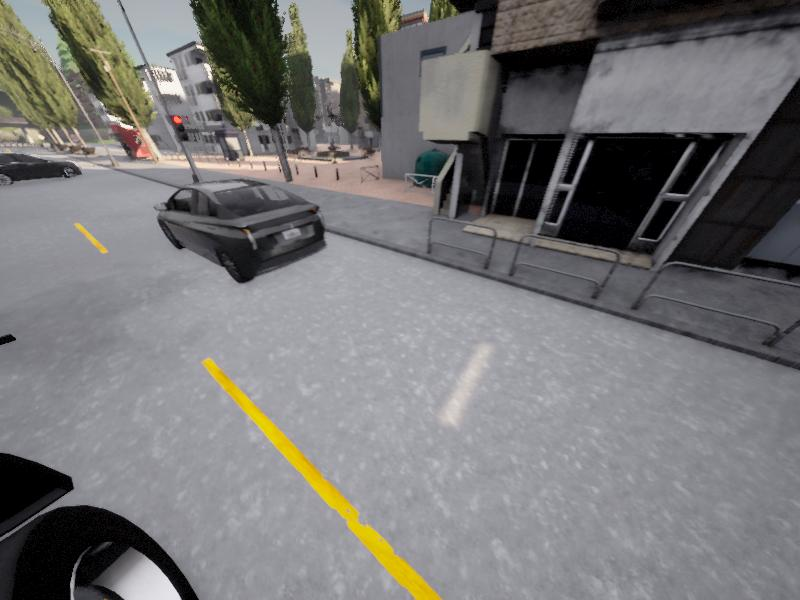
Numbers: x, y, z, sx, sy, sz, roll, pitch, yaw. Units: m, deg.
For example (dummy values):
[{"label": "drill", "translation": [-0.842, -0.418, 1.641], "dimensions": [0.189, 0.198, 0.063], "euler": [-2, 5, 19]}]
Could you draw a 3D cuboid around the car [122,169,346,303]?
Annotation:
[{"label": "car", "translation": [-3.641, -1.791, 5.102], "dimensions": [4.514, 1.525, 2.007], "euler": [22, 41, 28]}]

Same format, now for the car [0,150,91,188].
[{"label": "car", "translation": [-21.654, -7.463, 13.038], "dimensions": [1.837, 1.490, 4.892], "euler": [3, 35, 1]}]

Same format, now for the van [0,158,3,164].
[{"label": "van", "translation": [-41.620, -14.839, 22.443], "dimensions": [5.915, 2.561, 1.988], "euler": [23, 41, 28]}]

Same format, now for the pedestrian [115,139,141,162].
[{"label": "pedestrian", "translation": [-26.742, -14.712, 22.746], "dimensions": [0.751, 1.860, 0.751], "euler": [21, 40, 27]}]

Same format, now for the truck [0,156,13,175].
[{"label": "truck", "translation": [-30.586, -10.320, 16.171], "dimensions": [5.204, 2.467, 2.627], "euler": [22, 41, 28]}]
